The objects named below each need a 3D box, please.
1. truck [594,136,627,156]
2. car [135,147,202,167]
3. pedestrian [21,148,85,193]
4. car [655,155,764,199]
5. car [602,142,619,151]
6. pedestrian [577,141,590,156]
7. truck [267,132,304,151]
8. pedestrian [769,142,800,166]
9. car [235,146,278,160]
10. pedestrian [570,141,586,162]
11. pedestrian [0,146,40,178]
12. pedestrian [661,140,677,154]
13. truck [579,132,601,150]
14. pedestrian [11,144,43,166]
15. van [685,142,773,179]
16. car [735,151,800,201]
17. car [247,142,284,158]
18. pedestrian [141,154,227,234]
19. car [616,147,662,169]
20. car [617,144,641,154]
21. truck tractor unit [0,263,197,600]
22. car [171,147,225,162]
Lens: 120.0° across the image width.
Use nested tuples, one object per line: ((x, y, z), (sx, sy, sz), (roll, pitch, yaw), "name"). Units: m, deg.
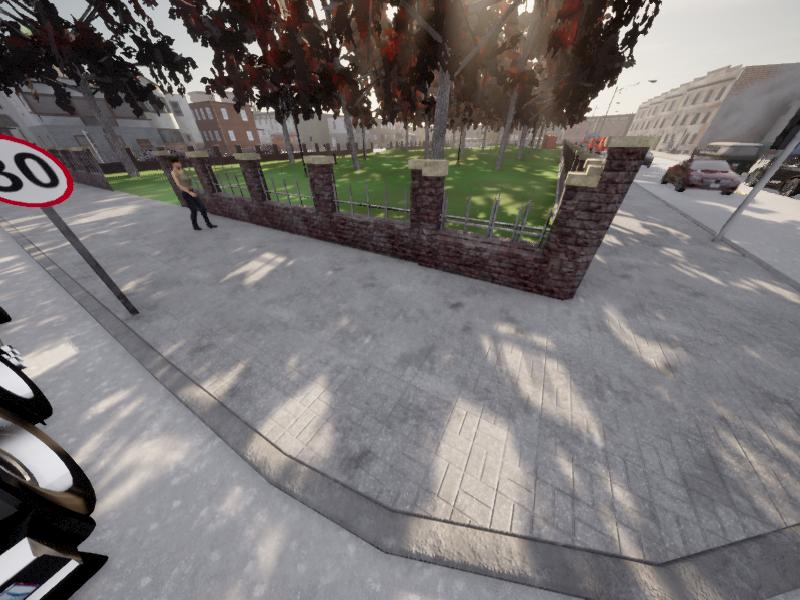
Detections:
((33.117, -24.406, 36.620), (2.627, 2.467, 5.204), (19, 39, 25), "truck")
((-26.387, -16.571, 26.568), (2.033, 1.649, 4.856), (16, 39, 22), "car")
((-17.276, -6.459, 11.552), (0.751, 1.860, 0.751), (7, 36, 11), "pedestrian")
((15.480, -6.529, 11.982), (1.812, 1.442, 4.674), (19, 39, 25), "car")
((50.806, -37.129, 55.822), (2.033, 1.649, 4.856), (18, 39, 24), "car")
((26.753, -22.131, 33.699), (0.751, 1.860, 0.751), (14, 37, 19), "pedestrian")
((-29.314, -40.619, 59.183), (8.468, 3.827, 2.891), (17, 38, 23), "truck")
((35.183, -13.257, 20.981), (0.751, 1.860, 0.751), (-9, 36, -12), "pedestrian")
((-21.102, -21.842, 34.189), (2.128, 1.511, 4.902), (16, 38, 22), "car")
((19.641, -16.403, 25.534), (0.751, 1.860, 0.751), (23, 41, 30), "pedestrian")
((-27.023, -9.717, 16.305), (0.751, 1.860, 0.751), (-18, 39, -24), "pedestrian")
((43.630, -24.821, 37.428), (0.751, 1.860, 0.751), (12, 37, 17), "pedestrian")
((51.365, -43.172, 62.573), (2.891, 3.827, 8.468), (18, 39, 24), "truck")
((-39.105, -15.211, 24.269), (0.751, 1.860, 0.751), (-17, 38, -22), "pedestrian")
((23.685, -10.384, 16.978), (1.775, 1.987, 4.442), (18, 39, 24), "van")
((19.344, -5.941, 10.947), (2.033, 1.649, 4.856), (18, 39, 24), "car")
((-22.353, -25.150, 38.611), (1.932, 1.855, 4.605), (20, 42, 27), "car")
((-5.692, -2.829, 6.250), (0.751, 1.860, 0.751), (-2, 35, -3), "pedestrian")
((22.587, -13.638, 22.049), (1.882, 1.535, 5.008), (19, 39, 25), "car")
((40.329, -26.661, 40.814), (1.895, 1.301, 4.718), (18, 39, 24), "car")
((-5.110, -0.301, 0.781), (6.516, 4.208, 3.053), (18, 39, 24), "truck tractor unit")
((-27.668, -20.183, 31.859), (2.128, 1.511, 4.902), (18, 39, 24), "car")
